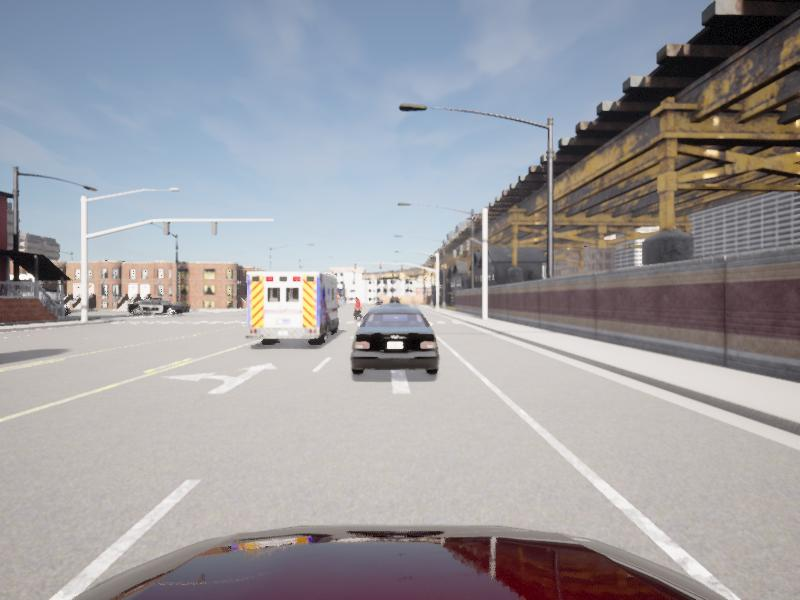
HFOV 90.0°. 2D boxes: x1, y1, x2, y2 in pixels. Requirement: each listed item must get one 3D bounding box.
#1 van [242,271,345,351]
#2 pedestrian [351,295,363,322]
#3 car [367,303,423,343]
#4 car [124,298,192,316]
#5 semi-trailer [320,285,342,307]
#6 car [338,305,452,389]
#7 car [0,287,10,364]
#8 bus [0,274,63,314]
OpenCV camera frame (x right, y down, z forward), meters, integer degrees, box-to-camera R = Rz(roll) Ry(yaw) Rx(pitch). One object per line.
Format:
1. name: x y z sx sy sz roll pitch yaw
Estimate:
1. van: -3.698 0.334 15.419 2.351 2.431 6.366 0 0 -1
2. pedestrian: -2.929 0.559 27.299 0.751 1.860 0.751 0 0 3
3. car: -0.223 0.845 17.348 2.033 1.411 5.357 0 0 -1
4. car: -22.992 0.662 38.189 5.238 1.638 1.930 0 0 -3
5. semi-trailer: -15.257 -0.871 89.274 2.717 4.402 14.254 0 0 -1
6. car: -0.124 0.866 9.797 2.033 1.411 5.357 0 0 -1
7. car: -10.599 0.629 7.600 1.932 1.855 4.605 0 0 -1
8. bus: -44.496 -0.664 44.630 10.273 4.253 3.944 0 0 -1
